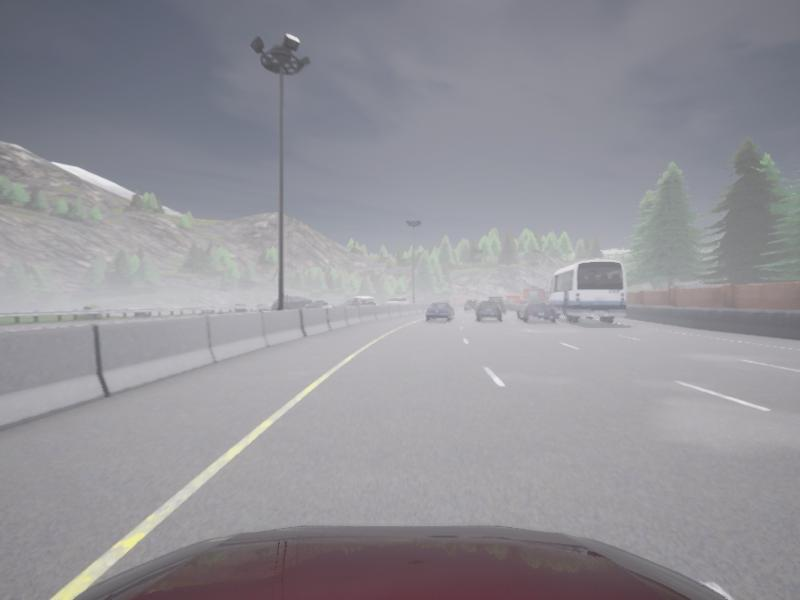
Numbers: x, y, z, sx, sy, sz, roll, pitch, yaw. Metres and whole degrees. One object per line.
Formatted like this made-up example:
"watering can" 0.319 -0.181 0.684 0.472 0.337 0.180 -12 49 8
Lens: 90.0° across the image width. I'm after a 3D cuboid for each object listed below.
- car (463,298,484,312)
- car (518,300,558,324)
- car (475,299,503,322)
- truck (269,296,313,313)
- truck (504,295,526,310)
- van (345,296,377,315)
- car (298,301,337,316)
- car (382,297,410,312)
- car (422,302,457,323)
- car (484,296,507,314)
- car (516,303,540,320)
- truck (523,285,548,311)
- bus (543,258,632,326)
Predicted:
"car" 10.101 0.685 54.702 1.932 1.855 4.605 -1 0 21
"car" 10.081 0.804 29.632 2.152 1.651 5.027 0 0 11
"car" 7.063 0.801 31.936 2.033 1.649 4.856 0 0 12
"truck" -13.510 0.546 50.241 2.390 2.098 6.274 0 0 17
"truck" 19.180 0.404 66.665 2.627 2.467 5.204 0 0 27
"van" -4.233 0.585 44.502 2.069 2.038 4.480 0 0 15
"car" -8.554 0.831 41.896 2.038 1.542 4.974 0 0 15
"car" -0.494 0.590 56.261 2.150 2.045 5.566 0 0 20
"car" 3.193 0.910 31.255 2.033 1.411 5.357 0 0 12
"car" 11.739 0.599 48.758 2.150 2.045 5.566 0 0 19
"car" 11.071 0.971 34.424 1.895 1.301 4.718 0 0 19
"truck" 22.041 -0.271 64.660 2.891 3.827 8.468 0 0 26
"bus" 13.776 -0.505 30.663 3.944 4.253 10.273 0 0 12
